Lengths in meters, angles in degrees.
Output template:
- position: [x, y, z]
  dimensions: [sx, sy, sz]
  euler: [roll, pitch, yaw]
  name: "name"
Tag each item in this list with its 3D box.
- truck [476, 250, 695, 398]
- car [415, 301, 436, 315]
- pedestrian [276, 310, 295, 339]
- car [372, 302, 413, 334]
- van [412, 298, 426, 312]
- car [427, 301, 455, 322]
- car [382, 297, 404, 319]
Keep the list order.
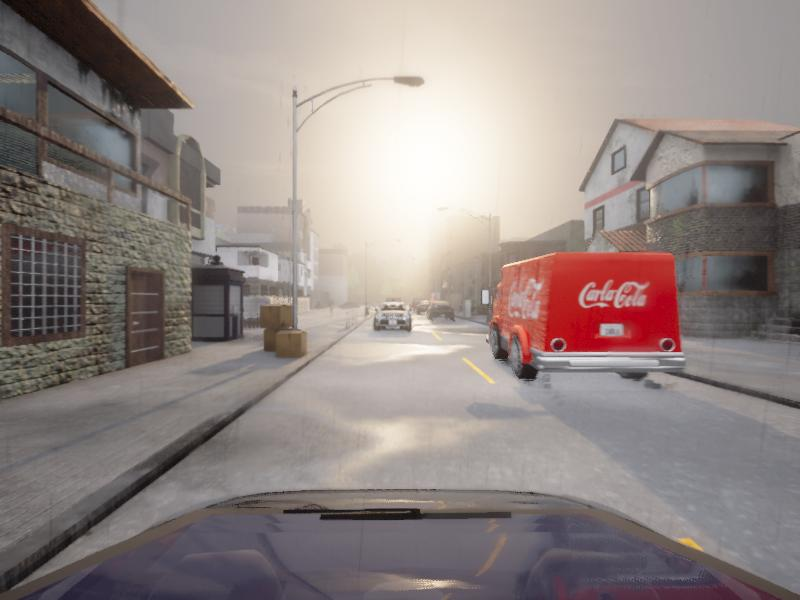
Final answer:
- position: [3.575, 0.373, 9.241]
  dimensions: [2.627, 2.467, 5.204]
  euler: [0, 1, 0]
  name: "truck"
- position: [2.948, 0.880, 46.960]
  dimensions: [2.128, 1.511, 4.902]
  euler: [0, 0, 0]
  name: "car"
- position: [-4.400, 0.928, 15.362]
  dimensions: [0.500, 1.100, 0.500]
  euler: [0, 0, 17]
  name: "pedestrian"
- position: [-0.342, 0.873, 21.035]
  dimensions: [1.970, 1.475, 3.806]
  euler: [0, 0, 0]
  name: "car"
- position: [2.749, 0.654, 57.935]
  dimensions: [1.775, 1.987, 4.442]
  euler: [0, 0, 0]
  name: "van"
- position: [3.224, 0.877, 32.301]
  dimensions: [1.837, 1.490, 4.892]
  euler: [0, 0, 0]
  name: "car"
- position: [-0.614, 0.681, 36.337]
  dimensions: [1.905, 1.878, 3.866]
  euler: [0, 0, 1]
  name: "car"
